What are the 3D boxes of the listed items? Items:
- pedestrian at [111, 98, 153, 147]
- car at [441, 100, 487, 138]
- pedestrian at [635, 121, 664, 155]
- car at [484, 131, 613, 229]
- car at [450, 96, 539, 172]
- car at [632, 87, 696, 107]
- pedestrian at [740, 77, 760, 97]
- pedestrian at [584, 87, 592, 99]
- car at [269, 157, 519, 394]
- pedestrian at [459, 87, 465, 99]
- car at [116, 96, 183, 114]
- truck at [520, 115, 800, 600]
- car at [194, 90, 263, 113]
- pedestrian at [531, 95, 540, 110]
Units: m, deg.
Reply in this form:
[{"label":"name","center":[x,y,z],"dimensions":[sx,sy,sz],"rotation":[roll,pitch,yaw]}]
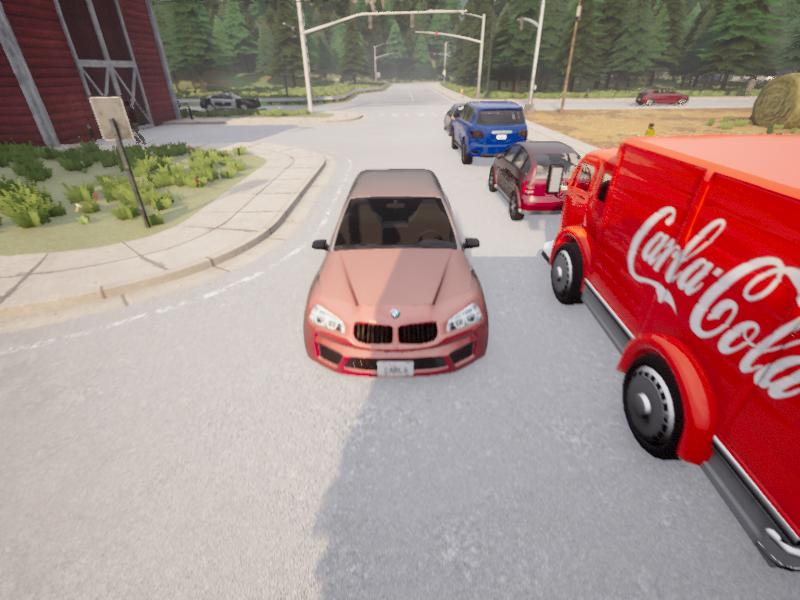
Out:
[{"label":"pedestrian","center":[-11.779,-7.820,17.640],"dimensions":[0.751,1.860,0.751],"rotation":[-1,30,0]},{"label":"car","center":[3.380,-9.875,21.740],"dimensions":[1.845,1.501,3.633],"rotation":[-1,30,0]},{"label":"pedestrian","center":[9.512,-6.186,15.270],"dimensions":[0.500,1.100,0.500],"rotation":[-9,31,-14]},{"label":"car","center":[3.426,-3.186,10.116],"dimensions":[1.789,1.549,3.705],"rotation":[-1,30,0]},{"label":"car","center":[3.391,-6.711,15.740],"dimensions":[2.150,2.045,5.566],"rotation":[-1,30,0]},{"label":"car","center":[23.526,-18.188,35.778],"dimensions":[4.193,1.474,1.816],"rotation":[0,30,1]},{"label":"pedestrian","center":[36.408,-22.165,41.616],"dimensions":[0.751,1.860,0.751],"rotation":[-5,30,-6]},{"label":"pedestrian","center":[19.800,-21.799,42.159],"dimensions":[0.500,1.100,0.500],"rotation":[2,30,4]},{"label":"car","center":[-0.056,-0.839,6.004],"dimensions":[2.242,1.667,4.611],"rotation":[-1,30,0]},{"label":"pedestrian","center":[6.979,-23.447,45.289],"dimensions":[0.500,1.100,0.500],"rotation":[12,32,22]},{"label":"car","center":[-22.865,-17.940,36.693],"dimensions":[4.718,1.301,1.895],"rotation":[0,30,1]},{"label":"truck","center":[3.445,-0.335,4.245],"dimensions":[2.627,2.467,5.204],"rotation":[-1,30,0]},{"label":"car","center":[-15.511,-18.117,36.469],"dimensions":[5.238,1.638,1.930],"rotation":[0,30,1]},{"label":"pedestrian","center":[10.766,-15.734,31.861],"dimensions":[0.500,1.100,0.500],"rotation":[6,31,12]}]
